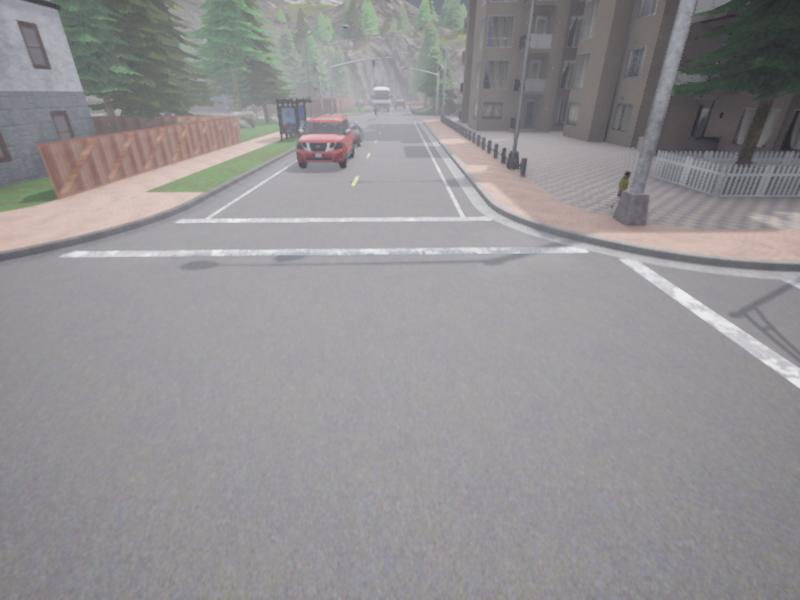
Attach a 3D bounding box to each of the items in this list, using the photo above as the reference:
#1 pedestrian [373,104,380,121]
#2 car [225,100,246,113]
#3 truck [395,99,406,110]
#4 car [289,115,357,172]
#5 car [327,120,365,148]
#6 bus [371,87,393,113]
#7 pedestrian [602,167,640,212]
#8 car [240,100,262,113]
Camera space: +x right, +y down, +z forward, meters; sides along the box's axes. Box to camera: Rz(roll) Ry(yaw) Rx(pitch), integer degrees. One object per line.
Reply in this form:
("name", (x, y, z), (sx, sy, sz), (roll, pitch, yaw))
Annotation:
("pedestrian", (-3.029, -23.905, 50.984), (0.751, 1.860, 0.751), (1, 27, 1))
("car", (-27.507, -32.403, 67.044), (1.905, 1.878, 3.866), (0, 27, -1))
("truck", (0.022, -44.802, 91.416), (2.390, 2.098, 6.274), (0, 27, 0))
("car", (-3.492, -7.755, 19.437), (2.150, 2.045, 5.566), (0, 27, 0))
("car", (-3.493, -11.111, 26.703), (1.994, 1.385, 4.181), (0, 27, 0))
("bus", (-3.356, -39.082, 77.925), (3.944, 4.253, 10.273), (0, 27, 0))
("pedestrian", (6.028, -3.016, 10.957), (0.500, 1.100, 0.500), (-2, 27, -5))
("car", (-25.002, -32.601, 67.443), (1.932, 1.855, 4.605), (0, 27, -1))
